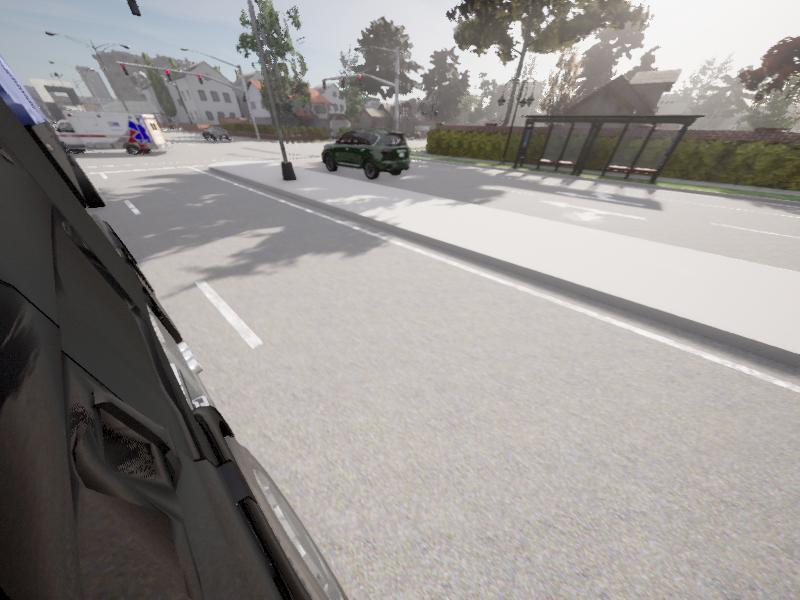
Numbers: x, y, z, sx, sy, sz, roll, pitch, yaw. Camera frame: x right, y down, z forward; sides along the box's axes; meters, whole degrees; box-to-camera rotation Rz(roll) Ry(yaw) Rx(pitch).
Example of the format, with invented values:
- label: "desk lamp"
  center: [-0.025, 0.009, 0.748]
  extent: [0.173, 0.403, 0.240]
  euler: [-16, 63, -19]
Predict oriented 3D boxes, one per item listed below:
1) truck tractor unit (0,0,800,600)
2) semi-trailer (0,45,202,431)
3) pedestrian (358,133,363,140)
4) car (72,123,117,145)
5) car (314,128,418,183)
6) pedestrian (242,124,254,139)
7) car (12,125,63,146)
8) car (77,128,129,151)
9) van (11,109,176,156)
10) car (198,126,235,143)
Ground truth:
- label: "truck tractor unit"
  center: [-2.645, -0.295, 0.351]
  extent: [6.516, 4.208, 3.053]
  euler: [28, 44, 30]
- label: "semi-trailer"
  center: [-8.710, -3.557, 4.273]
  extent: [14.254, 4.402, 2.717]
  euler: [28, 44, 30]
- label: "pedestrian"
  center: [-7.375, -30.548, 43.124]
  extent: [0.500, 1.100, 0.500]
  euler: [29, 44, 31]
- label: "car"
  center: [-31.634, -17.198, 23.894]
  extent: [5.238, 1.638, 1.930]
  euler: [27, 43, 30]
- label: "car"
  center: [-1.953, -8.017, 12.572]
  extent: [5.566, 2.045, 2.150]
  euler: [28, 44, 30]
- label: "pedestrian"
  center: [-23.640, -26.332, 36.061]
  extent: [0.751, 1.860, 0.751]
  euler: [17, 39, 19]
- label: "car"
  center: [-33.906, -15.500, 21.736]
  extent: [4.181, 1.385, 1.994]
  euler: [28, 44, 31]
- label: "car"
  center: [-26.105, -14.170, 20.284]
  extent: [5.357, 1.411, 2.033]
  euler: [28, 44, 30]
- label: "van"
  center: [-21.157, -11.939, 16.645]
  extent: [6.366, 2.431, 2.351]
  euler: [-14, 39, -20]
- label: "car"
  center: [-25.167, -22.742, 31.661]
  extent: [5.027, 1.651, 2.152]
  euler: [28, 44, 30]
